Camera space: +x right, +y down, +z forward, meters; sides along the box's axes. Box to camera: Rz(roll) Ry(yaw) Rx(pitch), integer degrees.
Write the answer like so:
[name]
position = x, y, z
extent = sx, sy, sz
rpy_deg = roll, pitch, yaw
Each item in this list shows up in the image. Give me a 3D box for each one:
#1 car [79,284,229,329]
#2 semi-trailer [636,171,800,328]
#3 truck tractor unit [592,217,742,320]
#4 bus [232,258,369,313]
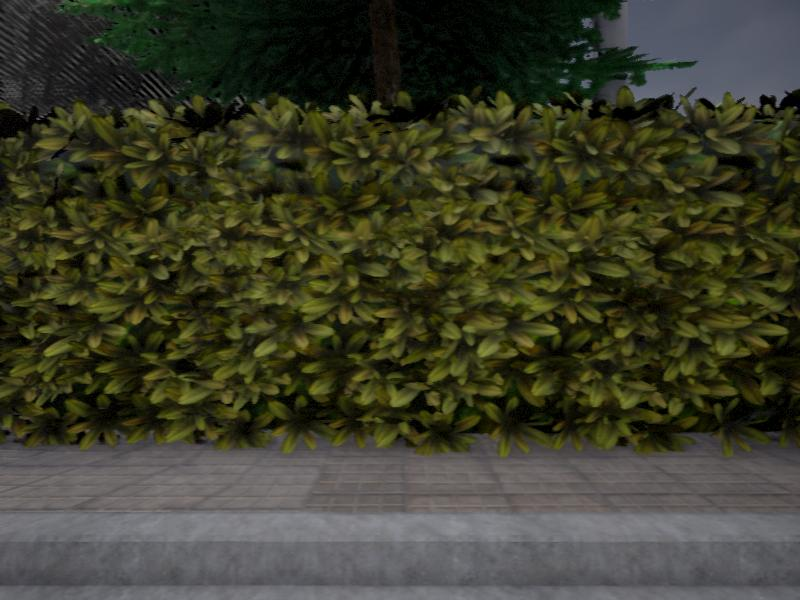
[car]
position = -9.605, 0.243, 15.954
extent = 4.611, 1.667, 2.242
rpy_deg = 0, 0, 0
[semi-trailer]
position = 12.553, -1.420, 11.820
extent = 2.717, 4.402, 14.254
rpy_deg = 0, 0, 0
[truck tractor unit]
position = 12.558, -1.315, 19.733
extent = 3.053, 4.208, 6.516
rpy_deg = 0, 0, 0
[bus]
position = -7.829, -1.111, 32.797
extent = 10.273, 4.253, 3.944
rpy_deg = 0, 0, 0
